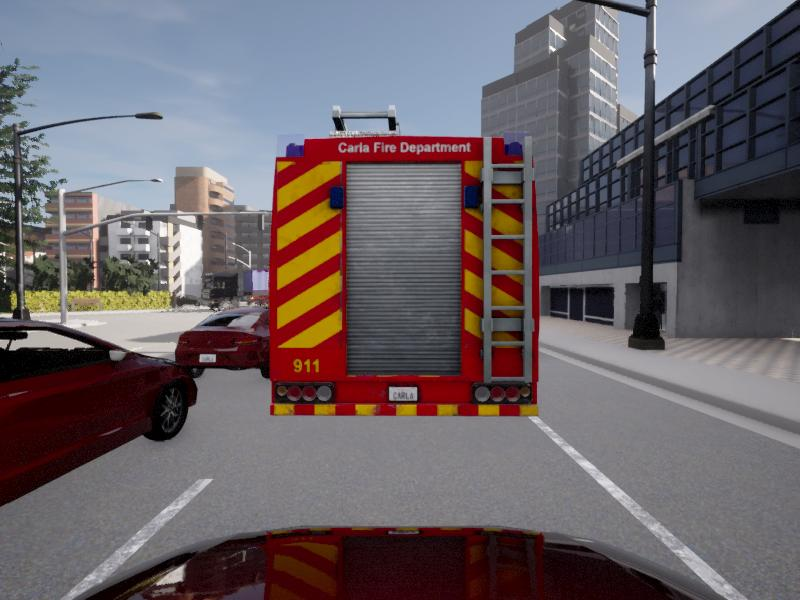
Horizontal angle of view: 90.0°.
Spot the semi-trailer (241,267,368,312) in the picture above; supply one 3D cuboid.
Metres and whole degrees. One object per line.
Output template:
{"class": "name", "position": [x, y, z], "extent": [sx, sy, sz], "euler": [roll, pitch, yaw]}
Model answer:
{"class": "semi-trailer", "position": [-10.269, -1.168, 45.457], "extent": [14.254, 4.402, 2.717], "euler": [-1, 1, -41]}

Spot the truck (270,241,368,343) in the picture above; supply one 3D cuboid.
{"class": "truck", "position": [-3.385, -0.344, 19.336], "extent": [2.891, 3.827, 8.468], "euler": [0, 1, 1]}

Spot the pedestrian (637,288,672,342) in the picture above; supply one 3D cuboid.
{"class": "pedestrian", "position": [8.987, 0.511, 14.157], "extent": [0.751, 1.860, 0.751], "euler": [0, 1, 6]}

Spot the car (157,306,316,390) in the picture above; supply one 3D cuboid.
{"class": "car", "position": [-3.435, 0.891, 9.530], "extent": [1.812, 1.442, 4.674], "euler": [0, 0, 1]}

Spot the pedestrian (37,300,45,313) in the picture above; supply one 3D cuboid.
{"class": "pedestrian", "position": [-31.392, 0.597, 34.977], "extent": [0.500, 1.100, 0.500], "euler": [-1, 2, -40]}

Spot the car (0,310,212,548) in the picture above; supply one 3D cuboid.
{"class": "car", "position": [-3.468, 0.860, 3.307], "extent": [1.816, 1.474, 4.193], "euler": [0, 0, 1]}

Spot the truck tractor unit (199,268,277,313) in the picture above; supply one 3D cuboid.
{"class": "truck tractor unit", "position": [-16.132, -0.940, 40.154], "extent": [3.053, 4.208, 6.516], "euler": [1, 2, 44]}

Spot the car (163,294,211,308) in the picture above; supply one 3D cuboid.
{"class": "car", "position": [-27.246, 0.090, 51.336], "extent": [5.027, 1.651, 2.152], "euler": [0, 1, 1]}

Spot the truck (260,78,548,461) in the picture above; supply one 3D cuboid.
{"class": "truck", "position": [0.092, -0.302, 8.253], "extent": [2.891, 3.827, 8.468], "euler": [0, 0, 1]}

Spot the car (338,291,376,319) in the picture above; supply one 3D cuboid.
{"class": "car", "position": [-3.242, 0.330, 31.630], "extent": [2.150, 2.045, 5.566], "euler": [0, 1, 3]}

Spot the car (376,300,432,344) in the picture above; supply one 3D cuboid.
{"class": "car", "position": [0.180, 0.817, 17.201], "extent": [2.038, 1.542, 4.974], "euler": [0, 1, 1]}
